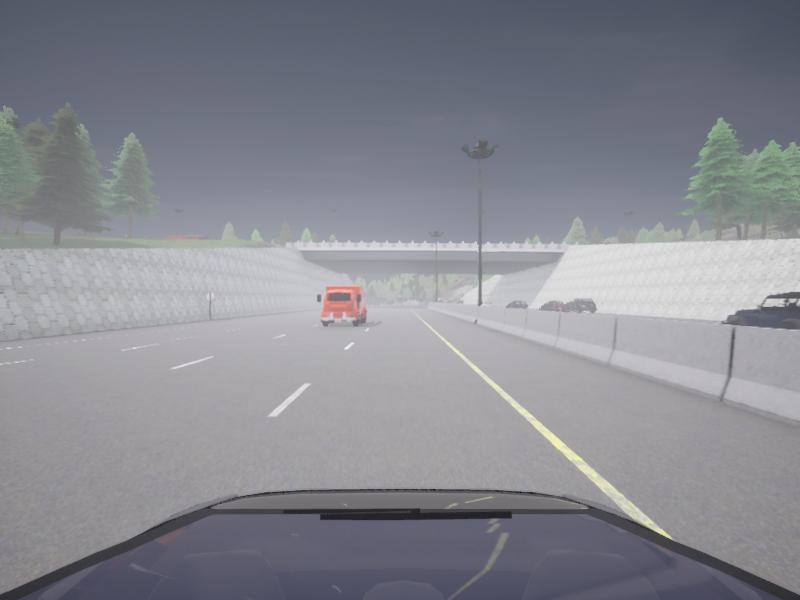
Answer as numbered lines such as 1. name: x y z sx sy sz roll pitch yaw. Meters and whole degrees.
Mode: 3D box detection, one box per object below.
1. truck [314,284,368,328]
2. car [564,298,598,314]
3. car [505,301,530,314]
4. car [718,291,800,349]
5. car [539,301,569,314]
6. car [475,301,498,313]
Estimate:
1. truck: -3.499 0.358 25.123 2.627 2.467 5.204 0 -1 0
2. car: 21.002 0.643 46.656 1.932 1.855 4.605 0 0 0
3. car: 14.000 0.843 47.844 1.816 1.474 4.193 0 0 0
4. car: 14.001 0.644 14.457 1.905 1.878 3.866 0 0 0
5. car: 17.501 0.843 45.768 1.816 1.474 4.193 0 0 0
6. car: 10.496 0.858 49.108 1.812 1.442 4.674 0 0 0
